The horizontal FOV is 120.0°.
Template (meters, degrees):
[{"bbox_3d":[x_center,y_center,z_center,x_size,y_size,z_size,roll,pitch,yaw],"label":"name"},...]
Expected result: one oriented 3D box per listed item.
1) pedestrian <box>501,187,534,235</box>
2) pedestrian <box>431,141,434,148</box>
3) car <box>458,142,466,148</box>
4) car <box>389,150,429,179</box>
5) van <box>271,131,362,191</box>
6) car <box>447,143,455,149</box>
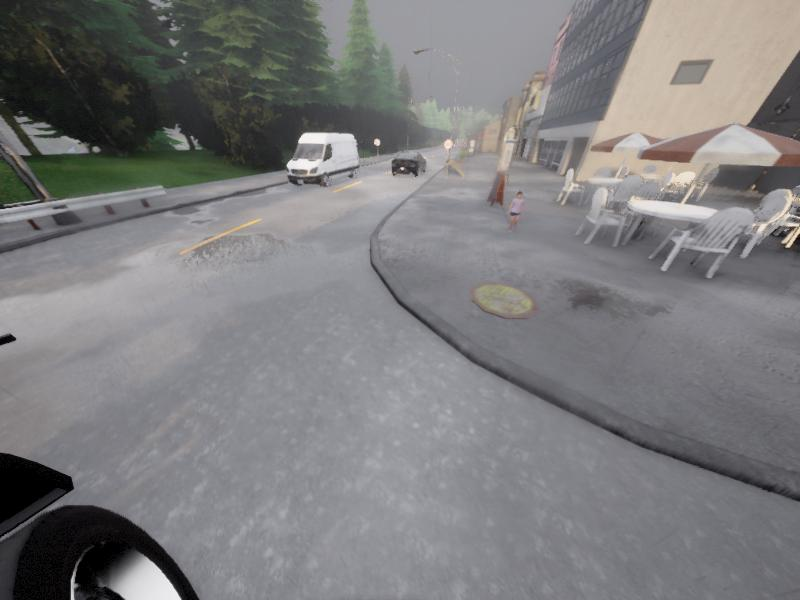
[{"bbox_3d":[3.220,-2.453,6.377,0.500,1.100,0.500,15,37,19],"label":"pedestrian"},{"bbox_3d":[9.998,-48.132,71.553,0.751,1.860,0.751,6,35,8],"label":"pedestrian"},{"bbox_3d":[21.633,-54.056,80.475,1.932,1.855,4.605,9,36,12],"label":"car"},{"bbox_3d":[0.844,-10.631,17.947,1.882,1.535,5.008,9,36,12],"label":"car"},{"bbox_3d":[-4.485,-8.569,14.016,1.988,2.561,5.915,9,36,12],"label":"van"},{"bbox_3d":[18.214,-55.387,82.805,2.152,1.651,5.027,9,36,12],"label":"car"}]
